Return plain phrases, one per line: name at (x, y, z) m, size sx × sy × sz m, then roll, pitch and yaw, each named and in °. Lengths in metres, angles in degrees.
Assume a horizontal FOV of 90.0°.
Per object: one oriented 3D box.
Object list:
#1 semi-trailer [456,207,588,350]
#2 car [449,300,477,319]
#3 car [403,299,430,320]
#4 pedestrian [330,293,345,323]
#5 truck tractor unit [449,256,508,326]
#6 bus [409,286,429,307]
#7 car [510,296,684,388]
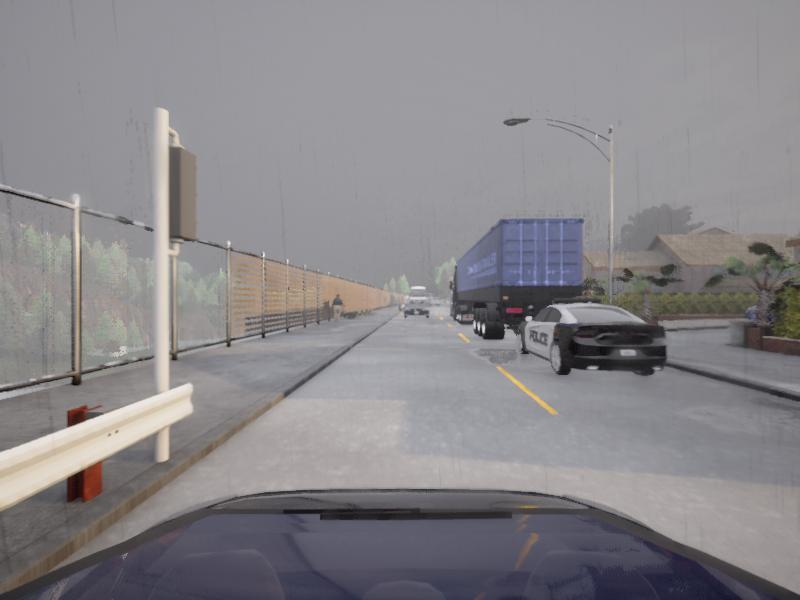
semi-trailer at (4.738, -0.657, 19.452) m, size 2.717 × 4.402 × 14.254 m, roll 0°, pitch 0°, yaw 3°
car at (5.482, 0.754, 35.133) m, size 1.882 × 1.535 × 5.008 m, roll 0°, pitch 0°, yaw 3°
car at (1.434, 0.713, 34.201) m, size 2.152 × 1.651 × 5.027 m, roll 0°, pitch 0°, yaw 3°
pedestrian at (-3.896, 0.483, 24.966) m, size 0.751 × 1.860 × 0.751 m, roll 0°, pitch 0°, yaw 2°
truck tractor unit at (5.111, -0.568, 27.356) m, size 3.053 × 4.208 × 6.516 m, roll 0°, pitch 0°, yaw 3°
bus at (3.951, -0.700, 84.493) m, size 3.944 × 4.253 × 10.273 m, roll 0°, pitch 0°, yaw 3°
car at (4.277, 0.764, 9.862) m, size 1.930 × 1.638 × 5.238 m, roll 0°, pitch 0°, yaw 3°
